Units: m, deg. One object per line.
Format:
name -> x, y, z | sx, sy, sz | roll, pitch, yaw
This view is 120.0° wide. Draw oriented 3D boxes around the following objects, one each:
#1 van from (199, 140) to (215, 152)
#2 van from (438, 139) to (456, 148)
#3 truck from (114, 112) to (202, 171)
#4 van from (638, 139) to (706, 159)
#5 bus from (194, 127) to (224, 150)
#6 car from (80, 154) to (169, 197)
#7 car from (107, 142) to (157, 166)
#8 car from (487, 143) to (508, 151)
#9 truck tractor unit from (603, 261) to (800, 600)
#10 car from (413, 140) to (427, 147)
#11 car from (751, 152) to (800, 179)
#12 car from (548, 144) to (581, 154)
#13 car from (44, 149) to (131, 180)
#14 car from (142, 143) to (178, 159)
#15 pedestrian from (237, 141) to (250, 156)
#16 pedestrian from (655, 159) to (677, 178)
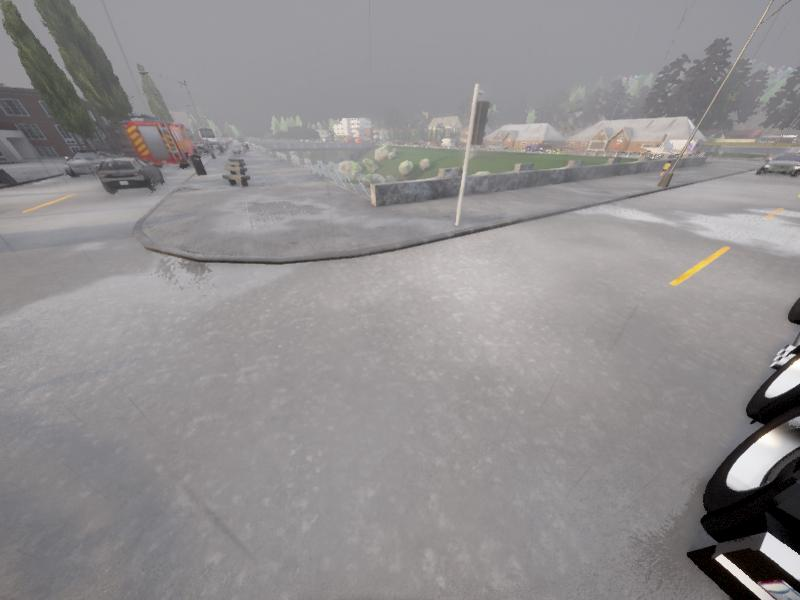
van -> -40.232, -32.263, 48.229 | 1.775, 1.987, 4.442 | -18, 39, -25
van -> 15.540, -52.180, 76.884 | 2.351, 2.431, 6.366 | -18, 39, -24
truck -> -22.145, -14.991, 21.978 | 2.891, 3.827, 8.468 | -17, 38, -23
van -> 43.717, -24.491, 37.387 | 2.351, 2.431, 6.366 | -19, 39, -25
bus -> -47.904, -40.735, 58.335 | 3.944, 4.253, 10.273 | -18, 39, -25
car -> -14.100, -6.686, 12.185 | 1.816, 1.474, 4.193 | -20, 40, -26
car -> -27.297, -15.066, 23.735 | 1.905, 1.878, 3.866 | -18, 39, -24
car -> 24.428, -38.441, 58.098 | 2.007, 1.525, 4.514 | -18, 39, -24
truck tractor unit -> 5.109, -0.302, 0.795 | 6.516, 4.208, 3.053 | -18, 39, -24
car -> 7.079, -55.821, 82.388 | 2.150, 2.045, 5.566 | -18, 39, -24
car -> 30.614, -10.756, 18.345 | 4.974, 1.542, 2.038 | -20, 40, -26
car -> 32.860, -30.255, 46.347 | 1.882, 1.535, 5.008 | -17, 39, -24
car -> -22.310, -10.024, 16.855 | 2.038, 1.542, 4.974 | -18, 39, -24
car -> -33.209, -20.791, 32.137 | 2.152, 1.651, 5.027 | -18, 39, -24
pedestrian -> -23.145, -22.453, 34.177 | 0.751, 1.860, 0.751 | -6, 35, -9
pedestrian -> 18.571, -9.188, 16.149 | 0.500, 1.100, 0.500 | -21, 40, -27
